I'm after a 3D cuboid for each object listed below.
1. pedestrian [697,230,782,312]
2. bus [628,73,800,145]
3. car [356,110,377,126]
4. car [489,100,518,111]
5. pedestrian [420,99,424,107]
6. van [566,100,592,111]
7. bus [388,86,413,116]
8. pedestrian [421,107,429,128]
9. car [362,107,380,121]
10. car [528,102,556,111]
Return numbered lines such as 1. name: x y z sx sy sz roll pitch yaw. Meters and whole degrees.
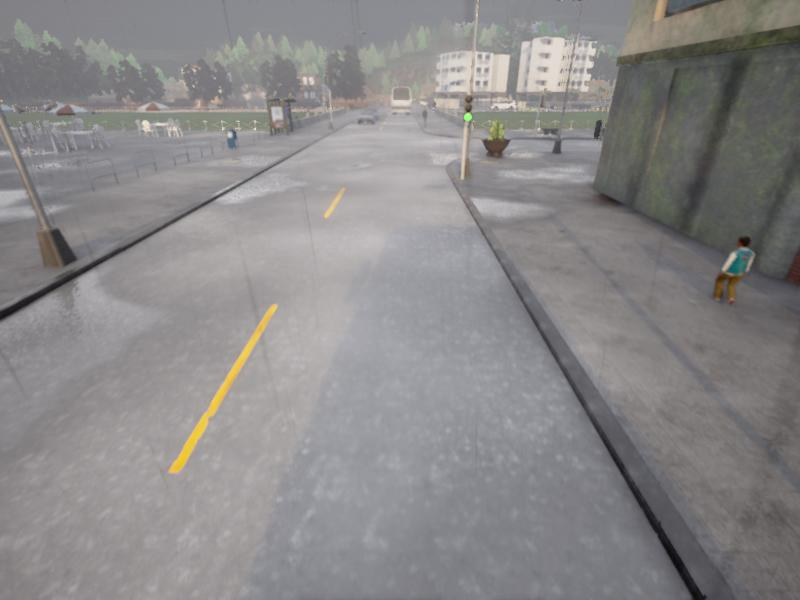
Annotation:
1. pedestrian: 5.042 -0.436 6.002 0.500 1.100 0.500 4 27 7
2. bus: 22.493 -13.217 27.738 10.273 4.253 3.944 0 27 0
3. car: -3.837 -21.332 46.744 2.033 1.411 5.357 0 27 0
4. car: 22.380 -42.235 86.777 5.566 2.045 2.150 0 27 0
5. pedestrian: 5.722 -51.619 105.027 0.751 1.860 0.751 -8 28 -15
6. van: 38.790 -42.196 86.733 4.442 1.987 1.775 0 27 0
7. bus: 0.111 -34.538 69.361 3.944 4.253 10.273 0 27 0
8. pedestrian: 2.513 -18.166 39.745 0.751 1.860 0.751 2 27 4
9. car: -3.824 -24.959 53.675 2.007 1.525 4.514 0 27 0
10. car: 30.845 -42.050 86.842 5.238 1.638 1.930 0 27 0
